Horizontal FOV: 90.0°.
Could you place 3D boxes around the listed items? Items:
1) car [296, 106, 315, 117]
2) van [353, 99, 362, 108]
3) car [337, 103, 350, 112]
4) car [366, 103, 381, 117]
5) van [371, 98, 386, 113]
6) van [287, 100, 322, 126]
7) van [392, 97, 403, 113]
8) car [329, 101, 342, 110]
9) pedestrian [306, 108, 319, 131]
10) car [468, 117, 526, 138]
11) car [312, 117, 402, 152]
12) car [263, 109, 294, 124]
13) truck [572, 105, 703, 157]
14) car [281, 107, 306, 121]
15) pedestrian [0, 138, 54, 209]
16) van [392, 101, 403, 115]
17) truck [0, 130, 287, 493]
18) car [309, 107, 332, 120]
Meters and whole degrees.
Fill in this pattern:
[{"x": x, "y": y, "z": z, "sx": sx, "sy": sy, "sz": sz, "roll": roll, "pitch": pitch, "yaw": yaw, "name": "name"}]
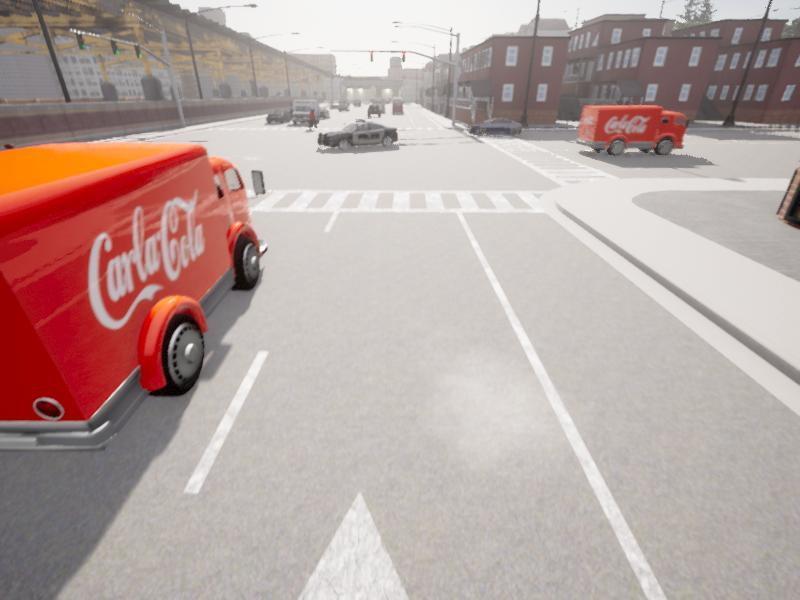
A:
[{"x": -14.338, "y": -28.637, "z": 60.790, "sx": 1.994, "sy": 1.385, "sz": 4.181, "roll": 0, "pitch": 27, "yaw": -1, "name": "car"}, {"x": -11.053, "y": -50.892, "z": 103.377, "sx": 1.775, "sy": 1.987, "sz": 4.442, "roll": 0, "pitch": 27, "yaw": 0, "name": "van"}, {"x": -10.916, "y": -37.218, "z": 77.326, "sx": 1.837, "sy": 1.490, "sz": 4.892, "roll": 0, "pitch": 28, "yaw": 0, "name": "car"}, {"x": -3.823, "y": -28.258, "z": 59.480, "sx": 1.932, "sy": 1.855, "sz": 4.605, "roll": 0, "pitch": 27, "yaw": 0, "name": "car"}, {"x": -3.896, "y": -35.753, "z": 73.457, "sx": 2.351, "sy": 2.431, "sz": 6.366, "roll": 0, "pitch": 27, "yaw": 0, "name": "van"}, {"x": -10.755, "y": -21.455, "z": 45.668, "sx": 2.351, "sy": 2.431, "sz": 6.366, "roll": 0, "pitch": 27, "yaw": 0, "name": "van"}, {"x": -0.414, "y": -36.374, "z": 74.539, "sx": 1.988, "sy": 2.561, "sz": 5.915, "roll": 0, "pitch": 27, "yaw": 0, "name": "van"}, {"x": -14.483, "y": -43.860, "z": 90.052, "sx": 2.242, "sy": 1.667, "sz": 4.611, "roll": 0, "pitch": 27, "yaw": 0, "name": "car"}, {"x": -8.067, "y": -16.728, "z": 37.045, "sx": 0.751, "sy": 1.860, "sz": 0.751, "roll": 9, "pitch": 29, "yaw": 17, "name": "pedestrian"}, {"x": 7.669, "y": -13.907, "z": 32.140, "sx": 4.181, "sy": 1.385, "sz": 1.994, "roll": 2, "pitch": 27, "yaw": 4, "name": "car"}, {"x": -2.596, "y": -10.462, "z": 25.152, "sx": 5.238, "sy": 1.638, "sz": 1.930, "roll": -16, "pitch": 31, "yaw": -28, "name": "car"}, {"x": -14.261, "y": -21.673, "z": 47.225, "sx": 2.033, "sy": 1.411, "sz": 5.357, "roll": 0, "pitch": 27, "yaw": 0, "name": "car"}, {"x": 12.954, "y": -9.469, "z": 22.303, "sx": 5.204, "sy": 2.467, "sz": 2.627, "roll": 0, "pitch": 27, "yaw": 1, "name": "truck"}, {"x": -14.297, "y": -25.128, "z": 53.940, "sx": 2.033, "sy": 1.411, "sz": 5.357, "roll": 0, "pitch": 27, "yaw": 0, "name": "car"}, {"x": -11.141, "y": -3.692, "z": 11.706, "sx": 0.751, "sy": 1.860, "sz": 0.751, "roll": -3, "pitch": 27, "yaw": -6, "name": "pedestrian"}, {"x": -0.380, "y": -33.005, "z": 68.584, "sx": 1.775, "sy": 1.987, "sz": 4.442, "roll": 0, "pitch": 27, "yaw": 0, "name": "van"}, {"x": -3.588, "y": -0.647, "z": 5.166, "sx": 2.627, "sy": 2.467, "sz": 5.204, "roll": 0, "pitch": 27, "yaw": 0, "name": "truck"}, {"x": -10.801, "y": -25.589, "z": 54.834, "sx": 2.033, "sy": 1.411, "sz": 5.357, "roll": 0, "pitch": 27, "yaw": 0, "name": "car"}]
